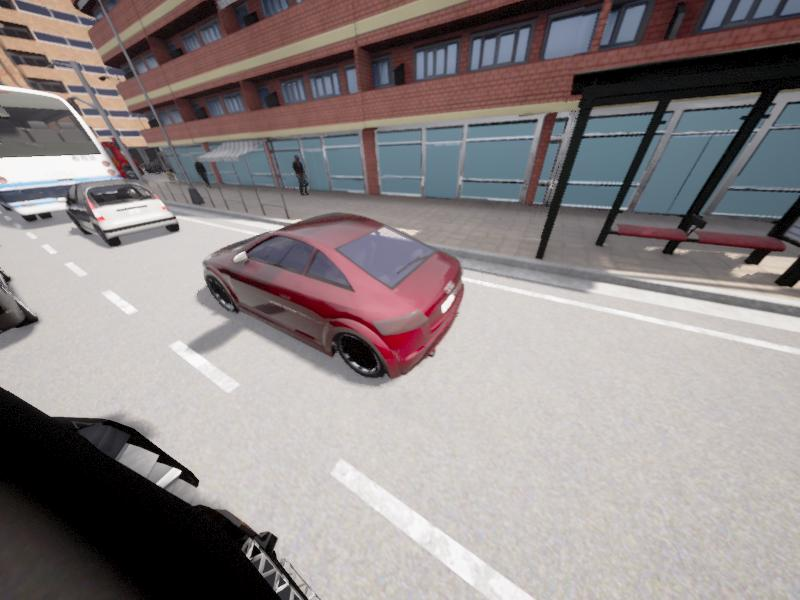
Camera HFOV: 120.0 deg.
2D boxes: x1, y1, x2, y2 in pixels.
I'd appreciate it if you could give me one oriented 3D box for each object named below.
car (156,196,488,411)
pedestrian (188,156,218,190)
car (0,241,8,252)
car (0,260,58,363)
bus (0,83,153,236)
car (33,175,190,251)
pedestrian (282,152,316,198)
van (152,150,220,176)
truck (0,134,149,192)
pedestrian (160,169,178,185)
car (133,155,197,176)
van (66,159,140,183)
[{"bbox_3d":[-1.179,-0.524,3.487,4.181,1.385,1.994,17,38,26],"label":"car"},{"bbox_3d":[-12.722,-8.197,14.930,0.751,1.860,0.751,-28,42,-33],"label":"pedestrian"},{"bbox_3d":[-14.063,-2.167,6.492,4.611,1.667,2.242,16,38,25],"label":"car"},{"bbox_3d":[-7.677,-0.288,3.303,5.238,1.638,1.930,16,38,26],"label":"car"},{"bbox_3d":[-17.196,-6.311,10.564,10.273,4.253,3.944,16,38,26],"label":"bus"},{"bbox_3d":[-9.225,-2.977,7.451,3.988,1.617,1.851,16,38,26],"label":"car"},{"bbox_3d":[-4.819,-6.005,11.151,0.751,1.860,0.751,16,38,26],"label":"pedestrian"},{"bbox_3d":[-28.668,-18.672,31.306,1.988,2.561,5.915,16,38,26],"label":"van"},{"bbox_3d":[-29.879,-13.101,21.902,2.891,3.827,8.468,-6,34,-5],"label":"truck"},{"bbox_3d":[-18.691,-10.007,18.729,0.500,1.100,0.500,19,39,28],"label":"pedestrian"},{"bbox_3d":[-32.338,-18.719,32.053,2.150,2.045,5.566,17,39,26],"label":"car"},{"bbox_3d":[-32.827,-14.448,25.757,1.775,1.987,4.442,17,38,26],"label":"van"}]
